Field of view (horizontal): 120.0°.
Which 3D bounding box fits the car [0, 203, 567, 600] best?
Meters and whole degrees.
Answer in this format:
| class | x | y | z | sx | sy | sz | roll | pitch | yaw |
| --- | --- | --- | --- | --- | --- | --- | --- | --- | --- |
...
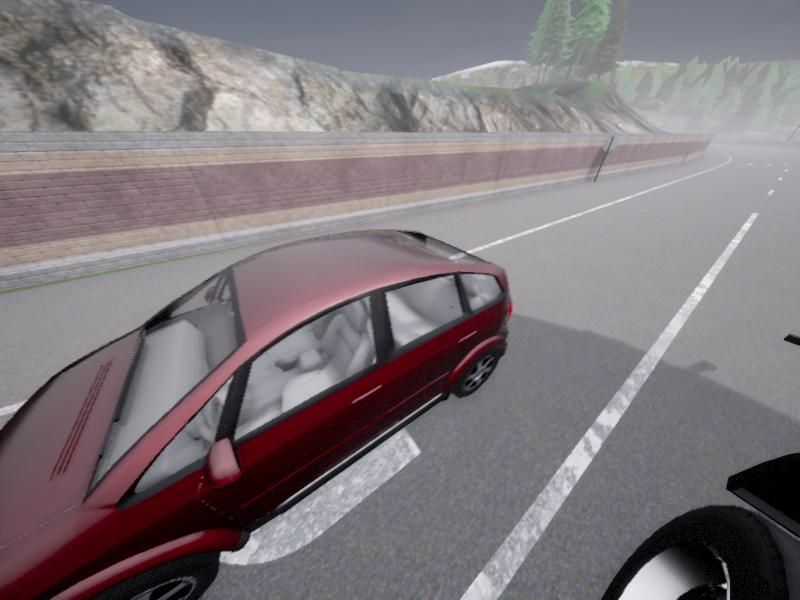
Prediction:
| class | x | y | z | sx | sy | sz | roll | pitch | yaw |
| --- | --- | --- | --- | --- | --- | --- | --- | --- | --- |
| car | -0.721 | 0.399 | 2.000 | 3.705 | 1.549 | 1.789 | -22 | 40 | -27 |
